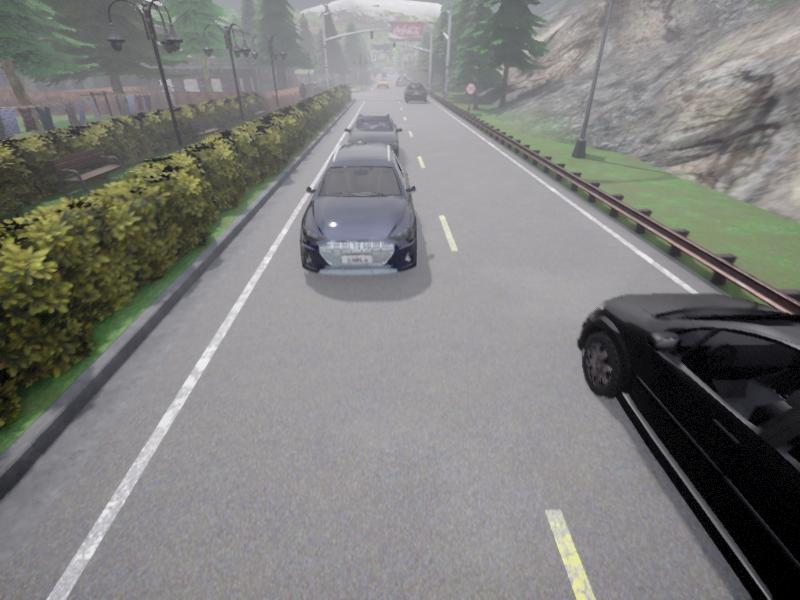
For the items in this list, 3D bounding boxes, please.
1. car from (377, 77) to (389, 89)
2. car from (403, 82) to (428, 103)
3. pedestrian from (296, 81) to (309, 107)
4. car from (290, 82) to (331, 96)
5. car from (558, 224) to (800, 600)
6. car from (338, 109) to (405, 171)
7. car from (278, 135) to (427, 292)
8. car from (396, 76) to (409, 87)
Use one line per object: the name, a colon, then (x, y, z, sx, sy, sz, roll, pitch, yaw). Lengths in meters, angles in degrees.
car: (-2.857, -36.608, 67.341, 1.801, 1.575, 5.366, -1, 30, -2)
car: (1.573, -21.561, 41.503, 2.242, 1.667, 4.611, -1, 30, -2)
pedestrian: (-8.157, -17.273, 33.558, 0.751, 1.860, 0.751, 0, 30, 0)
car: (-11.719, -27.795, 52.676, 4.892, 1.490, 1.837, 0, 30, 0)
car: (2.961, 0.908, 2.901, 1.851, 1.617, 3.988, -1, 30, -2)
car: (-0.987, -6.268, 15.337, 2.128, 1.511, 4.902, -1, 30, -2)
car: (-0.726, -2.067, 7.991, 2.033, 1.649, 4.856, -1, 30, -2)
car: (0.358, -41.159, 75.362, 2.242, 1.667, 4.611, -1, 30, -2)
